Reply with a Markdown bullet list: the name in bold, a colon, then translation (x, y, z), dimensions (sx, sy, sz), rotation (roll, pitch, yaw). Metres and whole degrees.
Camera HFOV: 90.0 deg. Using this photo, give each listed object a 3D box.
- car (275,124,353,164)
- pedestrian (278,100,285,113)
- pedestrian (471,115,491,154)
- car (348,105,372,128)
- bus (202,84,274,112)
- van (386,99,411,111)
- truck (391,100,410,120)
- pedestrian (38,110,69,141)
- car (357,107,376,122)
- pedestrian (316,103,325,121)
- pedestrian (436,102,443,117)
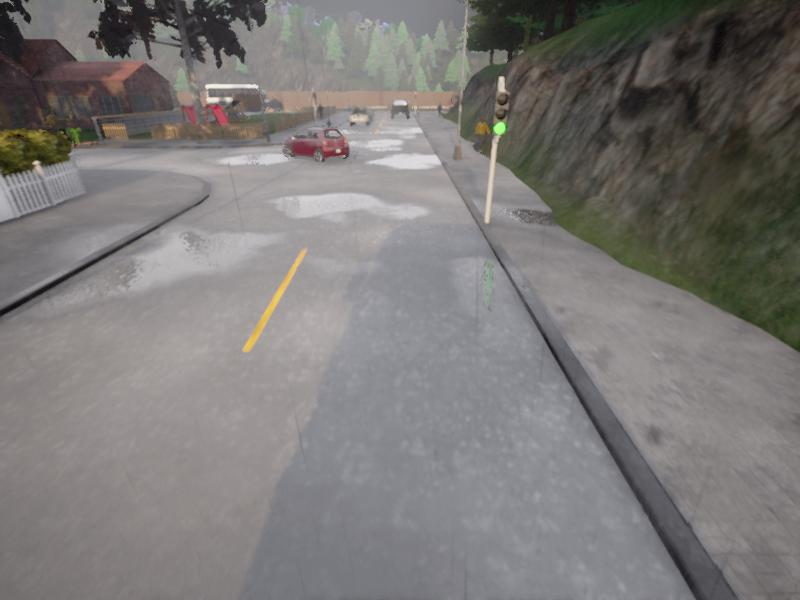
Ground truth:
- **car**: translation (-4.320, -7.892, 20.118), dimensions (3.633, 1.501, 1.845), rotation (22, 34, 36)
- **pedestrian**: translation (-19.279, -31.472, 64.967), dimensions (0.751, 1.860, 0.751), rotation (0, 27, 0)
- **pedestrian**: translation (4.281, -8.776, 21.204), dimensions (0.751, 1.860, 0.751), rotation (-1, 27, -3)
- **car**: translation (-3.970, -18.621, 40.449), dimensions (1.932, 1.855, 4.605), rotation (0, 27, 0)
- **bus**: translation (-27.758, -34.923, 69.280), dimensions (10.273, 4.253, 3.944), rotation (0, 27, 0)
- **van**: translation (-0.220, -35.671, 73.245), dimensions (4.442, 1.987, 1.775), rotation (0, 27, 0)
- **truck**: translation (0.039, -25.030, 52.587), dimensions (2.390, 2.098, 6.274), rotation (0, 27, 0)
- **pedestrian**: translation (-23.194, -11.721, 26.835), dimensions (0.751, 1.860, 0.751), rotation (0, 27, 0)
- **car**: translation (-3.965, -22.077, 47.538), dimensions (1.837, 1.490, 4.892), rotation (0, 27, 0)
- **pedestrian**: translation (-9.104, -21.671, 46.067), dimensions (0.751, 1.860, 0.751), rotation (0, 27, 0)
- **pedestrian**: translation (5.252, -25.149, 52.807), dimensions (0.751, 1.860, 0.751), rotation (0, 27, -1)
